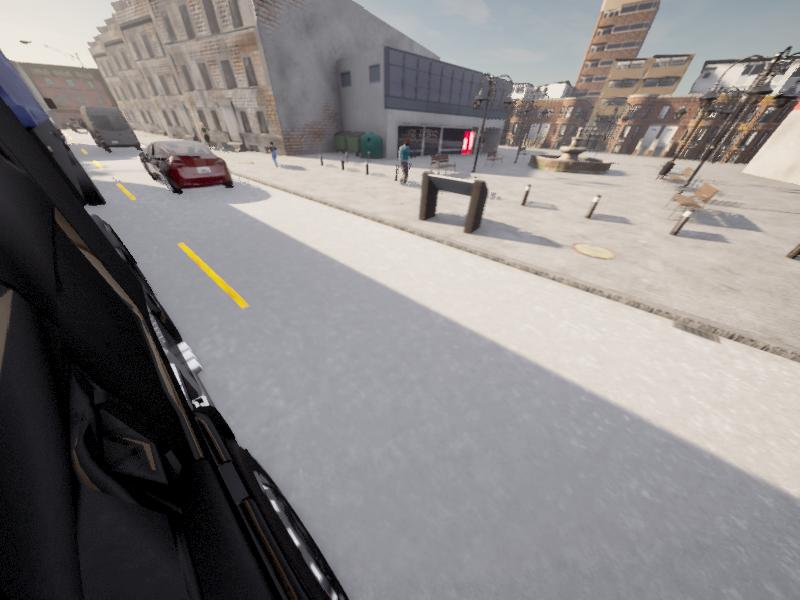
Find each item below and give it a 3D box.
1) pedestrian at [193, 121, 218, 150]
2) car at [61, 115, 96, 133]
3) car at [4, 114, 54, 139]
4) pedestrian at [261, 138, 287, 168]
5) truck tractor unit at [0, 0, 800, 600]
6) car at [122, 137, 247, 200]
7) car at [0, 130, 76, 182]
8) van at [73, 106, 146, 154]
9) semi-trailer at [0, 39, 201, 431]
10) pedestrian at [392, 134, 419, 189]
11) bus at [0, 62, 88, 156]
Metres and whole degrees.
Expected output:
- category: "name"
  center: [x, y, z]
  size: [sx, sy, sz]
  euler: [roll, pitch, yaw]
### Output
- category: "pedestrian"
  center: [-15.636, -13.232, 18.619]
  size: [0.751, 1.860, 0.751]
  euler: [31, 45, 32]
- category: "car"
  center: [-45.224, -24.773, 32.493]
  size: [4.605, 1.855, 1.932]
  euler: [27, 43, 29]
- category: "car"
  center: [-37.270, -17.543, 23.300]
  size: [3.866, 1.878, 1.905]
  euler: [28, 44, 30]
- category: "pedestrian"
  center: [-6.968, -8.130, 12.784]
  size: [0.751, 1.300, 0.751]
  euler: [-26, 45, -33]
- category: "truck tractor unit"
  center: [-2.645, -0.295, 0.352]
  size: [6.516, 4.208, 3.053]
  euler: [28, 44, 30]
- category: "car"
  center: [-8.467, -5.344, 9.043]
  size: [4.792, 1.488, 2.163]
  euler: [28, 44, 30]
- category: "car"
  center: [-16.504, -6.473, 10.153]
  size: [5.357, 1.411, 2.033]
  euler: [28, 44, 30]
- category: "van"
  center: [-21.934, -12.869, 17.416]
  size: [5.915, 2.561, 1.988]
  euler: [28, 44, 30]
- category: "semi-trailer"
  center: [-8.679, -3.608, 4.261]
  size: [14.254, 4.402, 2.717]
  euler: [28, 44, 30]
- category: "pedestrian"
  center: [0.194, -5.809, 9.710]
  size: [0.751, 1.860, 0.751]
  euler: [29, 44, 31]
- category: "bus"
  center: [-26.381, -12.891, 15.759]
  size: [10.273, 4.253, 3.944]
  euler: [28, 44, 30]
